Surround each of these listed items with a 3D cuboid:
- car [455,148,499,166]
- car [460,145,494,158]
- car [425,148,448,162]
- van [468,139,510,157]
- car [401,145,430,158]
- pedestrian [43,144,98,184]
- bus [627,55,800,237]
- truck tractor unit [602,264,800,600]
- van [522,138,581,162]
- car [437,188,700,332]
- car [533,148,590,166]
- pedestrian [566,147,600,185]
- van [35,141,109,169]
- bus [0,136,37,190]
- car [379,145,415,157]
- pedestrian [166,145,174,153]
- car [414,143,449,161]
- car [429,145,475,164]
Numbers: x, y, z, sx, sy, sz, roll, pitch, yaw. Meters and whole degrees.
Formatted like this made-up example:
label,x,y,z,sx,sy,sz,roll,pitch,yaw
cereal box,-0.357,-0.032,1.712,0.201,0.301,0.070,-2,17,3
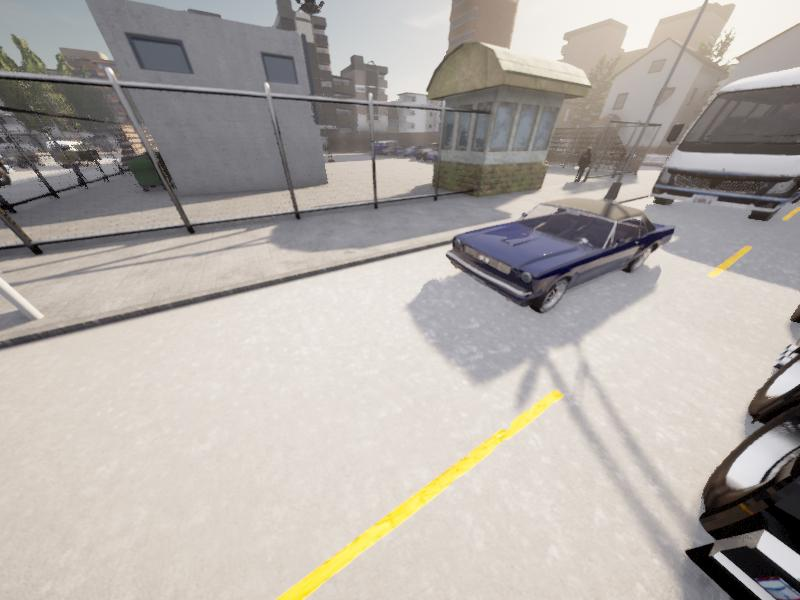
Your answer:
label,x,y,z,sx,sy,sz,roll,pitch,yaw
car,8.127,-15.150,24.381,4.193,1.474,1.816,-18,39,-24
car,11.989,-23.376,36.357,2.038,1.542,4.974,-17,38,-23
car,4.314,-17.374,27.611,2.207,1.379,1.481,-18,39,-24
van,14.750,-25.680,38.900,2.351,2.431,6.366,-19,39,-26
car,2.235,-21.528,33.495,3.633,1.501,1.845,-18,39,-24
pedestrian,-18.404,-7.629,12.966,0.751,1.860,0.751,-11,36,-16
bus,15.113,-6.132,9.194,10.273,4.253,3.944,-18,39,-23
truck tractor unit,5.107,-0.306,0.776,6.516,4.208,3.053,-18,39,-24
van,20.125,-20.344,31.179,1.988,2.561,5.915,-19,40,-26
car,3.273,-1.181,4.591,4.718,1.301,1.895,-17,38,-23
car,18.594,-16.756,26.908,2.128,1.511,4.902,-18,39,-24
pedestrian,10.729,-7.892,13.577,0.751,1.860,0.751,-23,41,-29
van,-30.110,-13.585,21.500,2.069,2.038,4.480,-19,39,-25
bus,-21.682,-5.993,8.723,3.944,4.253,10.273,-18,39,-25
car,-0.457,-23.686,36.683,5.357,1.415,2.033,-18,39,-24
pedestrian,-41.041,-26.922,41.180,0.500,1.100,0.500,-19,39,-25
car,3.985,-18.863,29.382,3.866,1.878,1.905,-18,39,-24
car,5.906,-16.574,26.291,4.611,1.667,2.242,-18,39,-24
